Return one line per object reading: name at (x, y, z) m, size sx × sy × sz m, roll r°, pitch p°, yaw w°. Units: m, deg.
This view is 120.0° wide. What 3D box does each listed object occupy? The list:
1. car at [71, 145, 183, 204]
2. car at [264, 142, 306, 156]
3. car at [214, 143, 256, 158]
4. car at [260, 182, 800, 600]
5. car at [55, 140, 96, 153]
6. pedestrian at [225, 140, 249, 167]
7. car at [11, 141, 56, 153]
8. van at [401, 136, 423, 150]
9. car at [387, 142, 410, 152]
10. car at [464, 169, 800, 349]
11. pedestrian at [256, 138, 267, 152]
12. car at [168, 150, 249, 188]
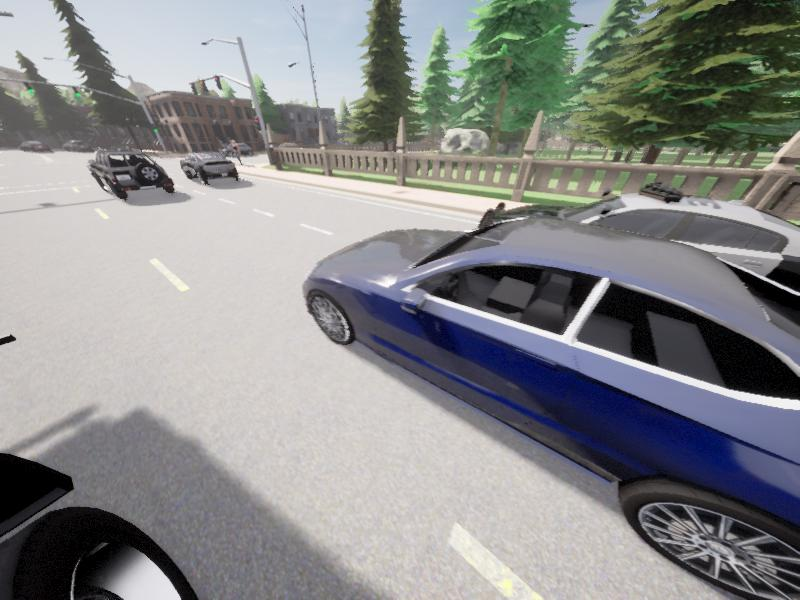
car at (-12.451, -5.893, 10.549) m, size 4.605 × 1.855 × 1.932 m, roll 23°, pitch 41°, yaw 28°
car at (-17.474, -23.178, 35.302) m, size 1.801 × 1.575 × 5.366 m, roll 23°, pitch 41°, yaw 29°
car at (-21.751, -19.813, 30.577) m, size 1.970 × 1.475 × 3.806 m, roll 23°, pitch 41°, yaw 29°
car at (1.159, 0.046, 2.449) m, size 5.027 × 1.651 × 2.152 m, roll 23°, pitch 41°, yaw 29°
car at (-53.078, -25.168, 37.859) m, size 4.611 × 1.667 × 2.242 m, roll 14°, pitch 38°, yaw 19°
pedestrian at (-13.457, -12.121, 19.086) m, size 0.751 × 1.860 × 0.751 m, roll 9°, pitch 36°, yaw 12°
car at (-57.653, -24.097, 36.351) m, size 4.792 × 1.488 × 2.163 m, roll 12°, pitch 37°, yaw 16°
van at (2.765, -35.931, 52.712) m, size 1.988 × 2.561 × 5.915 m, roll 23°, pitch 41°, yaw 29°
car at (-0.264, -29.733, 44.827) m, size 1.837 × 1.490 × 4.892 m, roll 23°, pitch 41°, yaw 29°
car at (4.144, -1.186, 4.208) m, size 5.238 × 1.638 × 1.930 m, roll 23°, pitch 41°, yaw 29°
pedestrian at (-22.872, -25.548, 38.070) m, size 0.751 × 1.860 × 0.751 m, roll 15°, pitch 38°, yaw 20°
car at (-11.442, -7.923, 13.753) m, size 4.902 × 1.511 × 2.128 m, roll 26°, pitch 42°, yaw 31°
